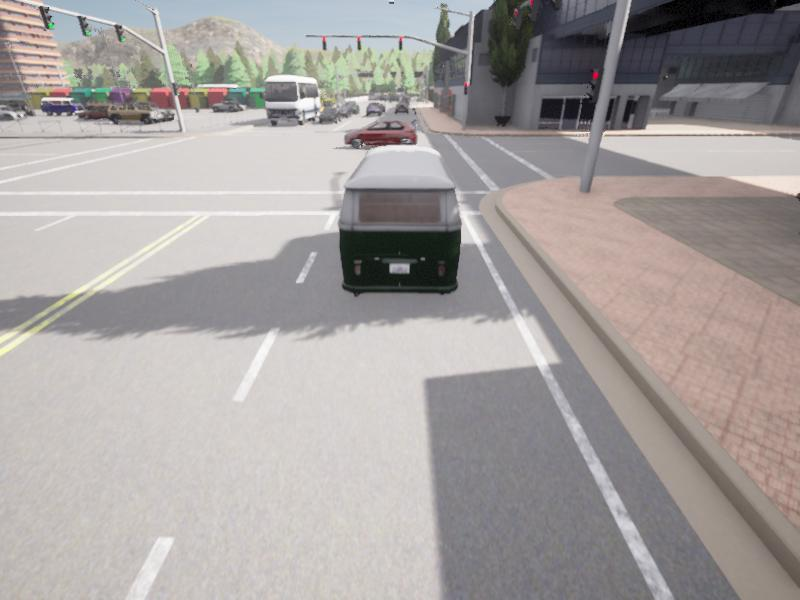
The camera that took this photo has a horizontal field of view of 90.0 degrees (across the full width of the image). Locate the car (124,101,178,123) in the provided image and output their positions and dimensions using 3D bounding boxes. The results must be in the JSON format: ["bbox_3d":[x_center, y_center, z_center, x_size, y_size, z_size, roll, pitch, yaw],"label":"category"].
[{"bbox_3d":[-24.993,-18.959,40.343,3.866,1.878,1.905,0,28,0],"label":"car"}]

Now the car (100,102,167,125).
[{"bbox_3d":[-25.045,-17.618,37.778,4.605,1.855,1.932,0,28,0],"label":"car"}]

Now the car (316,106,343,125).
[{"bbox_3d":[-7.169,-19.093,41.268,1.837,1.490,4.892,0,28,1],"label":"car"}]

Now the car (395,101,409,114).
[{"bbox_3d":[0.319,-28.471,59.097,2.038,1.542,4.974,1,28,1],"label":"car"}]

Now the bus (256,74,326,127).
[{"bbox_3d":[-10.555,-20.262,40.543,3.944,4.253,10.273,0,28,1],"label":"bus"}]

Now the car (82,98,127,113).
[{"bbox_3d":[-42.572,-28.023,57.703,4.605,1.855,1.932,0,28,0],"label":"car"}]

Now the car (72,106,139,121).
[{"bbox_3d":[-31.437,-20.000,42.856,5.357,1.415,2.033,0,28,0],"label":"car"}]

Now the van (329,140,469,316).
[{"bbox_3d":[0.039,-1.686,7.494,1.775,1.987,4.442,0,28,1],"label":"van"}]

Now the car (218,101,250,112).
[{"bbox_3d":[-25.044,-29.201,60.400,3.806,1.475,1.970,0,28,0],"label":"car"}]

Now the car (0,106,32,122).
[{"bbox_3d":[-42.463,-19.965,42.849,3.806,1.475,1.970,0,28,0],"label":"car"}]

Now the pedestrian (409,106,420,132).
[{"bbox_3d":[1.161,-14.659,32.328,0.751,1.860,0.751,-4,28,-8],"label":"pedestrian"}]

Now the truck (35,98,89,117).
[{"bbox_3d":[-42.506,-24.292,50.381,4.478,2.038,2.069,0,28,0],"label":"truck"}]

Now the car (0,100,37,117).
[{"bbox_3d":[-48.886,-24.188,50.418,3.866,1.878,1.905,0,28,0],"label":"car"}]

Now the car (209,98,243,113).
[{"bbox_3d":[-25.052,-28.069,57.724,3.866,1.878,1.905,0,28,0],"label":"car"}]

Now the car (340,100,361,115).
[{"bbox_3d":[-6.789,-26.589,55.248,2.097,1.767,4.553,1,28,1],"label":"car"}]

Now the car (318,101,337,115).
[{"bbox_3d":[-10.253,-27.238,56.699,1.851,1.617,3.988,1,28,1],"label":"car"}]

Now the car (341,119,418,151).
[{"bbox_3d":[-1.145,-9.488,22.937,4.193,1.474,1.816,-1,28,-2],"label":"car"}]

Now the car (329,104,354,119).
[{"bbox_3d":[-6.980,-22.842,48.404,2.128,1.511,4.902,1,28,1],"label":"car"}]

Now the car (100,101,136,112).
[{"bbox_3d":[-42.511,-29.181,60.366,3.905,1.438,1.784,0,28,0],"label":"car"}]

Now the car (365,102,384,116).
[{"bbox_3d":[-3.353,-25.227,52.805,2.033,1.649,4.856,1,27,1],"label":"car"}]

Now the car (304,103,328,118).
[{"bbox_3d":[-10.436,-23.691,50.009,1.882,1.535,5.008,1,28,1],"label":"car"}]
